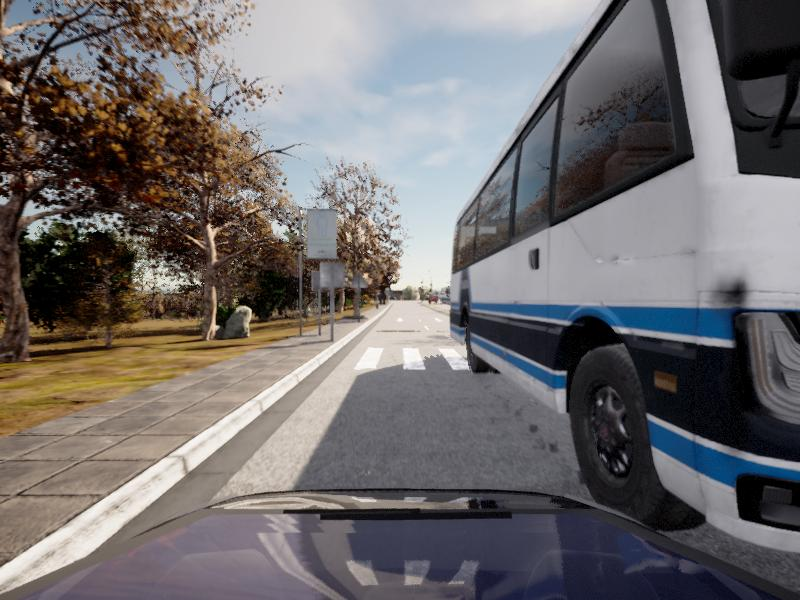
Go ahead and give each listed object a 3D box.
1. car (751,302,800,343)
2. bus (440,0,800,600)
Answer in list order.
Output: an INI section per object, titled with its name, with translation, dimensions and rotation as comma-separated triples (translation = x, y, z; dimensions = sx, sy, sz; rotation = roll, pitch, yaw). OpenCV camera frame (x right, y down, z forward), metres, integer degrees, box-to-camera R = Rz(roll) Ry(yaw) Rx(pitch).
[car]
translation = 16.824, 0.855, 15.957
dimensions = 4.792, 1.488, 2.163
rotation = 1, 0, -20
[bus]
translation = 3.122, -0.536, 6.375
dimensions = 3.944, 4.253, 10.273
rotation = 0, 0, 0
